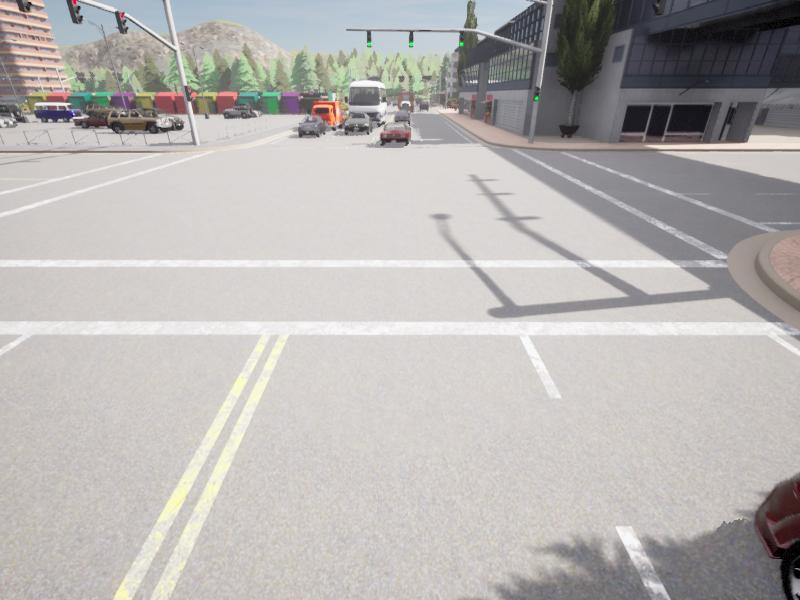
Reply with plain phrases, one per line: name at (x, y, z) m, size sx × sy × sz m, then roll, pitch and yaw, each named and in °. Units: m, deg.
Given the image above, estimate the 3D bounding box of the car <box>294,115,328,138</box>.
car at (-7.084, -14.001, 32.218) m, size 1.845 × 1.501 × 3.633 m, roll 0°, pitch 27°, yaw 1°

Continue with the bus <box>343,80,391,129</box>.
bus at (-3.189, -21.015, 42.902) m, size 3.944 × 4.253 × 10.273 m, roll 1°, pitch 27°, yaw 1°

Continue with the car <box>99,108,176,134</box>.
car at (-21.414, -14.659, 32.779) m, size 4.605 × 1.855 × 1.932 m, roll 0°, pitch 27°, yaw 0°

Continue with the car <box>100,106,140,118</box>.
car at (-38.804, -26.085, 55.496) m, size 3.905 × 1.438 × 1.784 m, roll 0°, pitch 27°, yaw 0°

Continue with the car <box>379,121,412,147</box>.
car at (-0.247, -11.510, 27.623) m, size 1.895 × 1.301 × 4.718 m, roll 2°, pitch 27°, yaw 3°

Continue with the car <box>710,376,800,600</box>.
car at (3.516, 2.074, 1.082) m, size 1.994 × 1.385 × 4.181 m, roll 0°, pitch 27°, yaw 0°

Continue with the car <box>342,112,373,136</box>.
car at (-3.558, -15.349, 34.744) m, size 2.152 × 1.651 × 5.027 m, roll 0°, pitch 27°, yaw 0°

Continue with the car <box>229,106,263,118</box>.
car at (-21.337, -26.050, 55.498) m, size 3.806 × 1.475 × 1.970 m, roll 0°, pitch 27°, yaw 0°

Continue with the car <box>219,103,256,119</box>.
car at (-21.354, -24.941, 52.813) m, size 3.866 × 1.878 × 1.905 m, roll 0°, pitch 27°, yaw 0°

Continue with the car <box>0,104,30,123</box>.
car at (-45.212, -21.195, 45.518) m, size 3.866 × 1.878 × 1.905 m, roll 0°, pitch 27°, yaw 0°

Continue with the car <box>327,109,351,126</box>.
car at (-6.771, -20.527, 44.875) m, size 1.801 × 1.575 × 5.366 m, roll 1°, pitch 27°, yaw 1°

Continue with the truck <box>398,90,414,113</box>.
truck at (1.202, -37.509, 75.487) m, size 2.891 × 3.827 × 8.468 m, roll 1°, pitch 27°, yaw 1°

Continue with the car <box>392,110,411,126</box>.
car at (0.267, -20.922, 45.849) m, size 2.033 × 1.411 × 5.357 m, roll 1°, pitch 27°, yaw 1°

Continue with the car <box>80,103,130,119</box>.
car at (-38.874, -24.949, 52.823) m, size 4.605 × 1.855 × 1.932 m, roll 0°, pitch 27°, yaw 0°

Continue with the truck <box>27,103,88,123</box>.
truck at (-38.833, -21.280, 45.469) m, size 4.478 × 2.038 × 2.069 m, roll 0°, pitch 27°, yaw 0°

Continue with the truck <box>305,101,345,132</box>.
truck at (-6.967, -17.522, 38.049) m, size 2.627 × 2.467 × 5.204 m, roll 1°, pitch 27°, yaw 1°

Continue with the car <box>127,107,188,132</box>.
car at (-21.354, -15.979, 35.355) m, size 3.866 × 1.878 × 1.905 m, roll 0°, pitch 27°, yaw 0°

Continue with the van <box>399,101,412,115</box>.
van at (0.948, -32.303, 67.315) m, size 2.069 × 2.038 × 4.480 m, roll 1°, pitch 27°, yaw 1°

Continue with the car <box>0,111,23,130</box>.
car at (-38.816, -17.016, 37.901) m, size 3.806 × 1.475 × 1.970 m, roll 0°, pitch 27°, yaw 0°

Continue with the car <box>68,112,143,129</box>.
car at (-27.790, -17.017, 37.889) m, size 5.357 × 1.415 × 2.033 m, roll 0°, pitch 27°, yaw 0°

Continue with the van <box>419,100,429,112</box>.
van at (4.861, -39.389, 81.170) m, size 1.775 × 1.987 × 4.442 m, roll 1°, pitch 27°, yaw 1°
